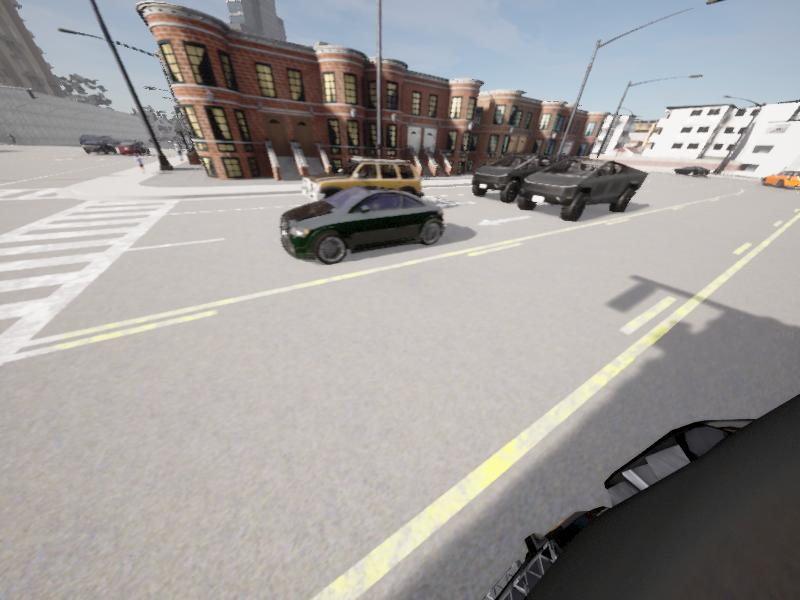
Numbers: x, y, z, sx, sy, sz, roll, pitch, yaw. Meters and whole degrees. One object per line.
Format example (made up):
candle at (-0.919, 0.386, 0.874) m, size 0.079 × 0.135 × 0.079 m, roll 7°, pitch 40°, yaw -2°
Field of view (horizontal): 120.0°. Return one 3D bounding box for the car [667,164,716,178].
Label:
car at (47.908, -21.306, 38.150) m, size 1.882 × 1.535 × 5.008 m, roll 4°, pitch 34°, yaw 2°

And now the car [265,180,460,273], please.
car at (-0.831, -2.129, 5.904) m, size 4.181 × 1.385 × 1.994 m, roll -16°, pitch 38°, yaw -26°

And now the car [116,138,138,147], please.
car at (-63.975, -36.994, 54.234) m, size 1.882 × 1.535 × 5.008 m, roll -16°, pitch 38°, yaw -26°

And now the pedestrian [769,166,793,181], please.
pedestrian at (56.449, -18.735, 34.229) m, size 0.751 × 1.860 × 0.751 m, roll 9°, pitch 34°, yaw 10°

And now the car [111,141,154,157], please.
car at (-34.757, -19.790, 30.228) m, size 2.163 × 1.488 × 4.792 m, roll -14°, pitch 37°, yaw -24°

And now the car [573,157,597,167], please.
car at (45.327, -33.852, 56.679) m, size 1.905 × 1.878 × 3.866 m, roll -15°, pitch 37°, yaw -24°

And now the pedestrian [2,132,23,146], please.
pedestrian at (-64.107, -26.644, 38.211) m, size 0.751 × 1.860 × 0.751 m, roll -9°, pitch 35°, yaw -17°

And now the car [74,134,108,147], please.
car at (-63.430, -32.843, 47.527) m, size 2.150 × 2.045 × 5.566 m, roll -16°, pitch 38°, yaw -26°

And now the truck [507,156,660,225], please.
truck at (8.118, -5.010, 10.223) m, size 6.274 × 2.098 × 2.390 m, roll -16°, pitch 38°, yaw -26°

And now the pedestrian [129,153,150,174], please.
pedestrian at (-16.224, -8.494, 14.412) m, size 0.500 × 1.100 × 0.500 m, roll -24°, pitch 42°, yaw -34°

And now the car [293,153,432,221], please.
car at (-1.294, -4.430, 8.904) m, size 4.605 × 1.855 × 1.932 m, roll -15°, pitch 37°, yaw -26°

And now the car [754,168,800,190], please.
car at (43.735, -13.692, 26.096) m, size 2.097 × 1.767 × 4.553 m, roll 20°, pitch 37°, yaw 25°

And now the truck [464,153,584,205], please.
truck at (6.965, -6.909, 13.018) m, size 6.274 × 2.098 × 2.390 m, roll -16°, pitch 38°, yaw -26°

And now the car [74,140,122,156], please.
car at (-38.238, -19.436, 29.426) m, size 2.128 × 1.511 × 4.902 m, roll -16°, pitch 38°, yaw -26°

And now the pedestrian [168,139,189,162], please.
pedestrian at (-21.831, -14.727, 22.779) m, size 0.751 × 1.860 × 0.751 m, roll -15°, pitch 37°, yaw -24°
